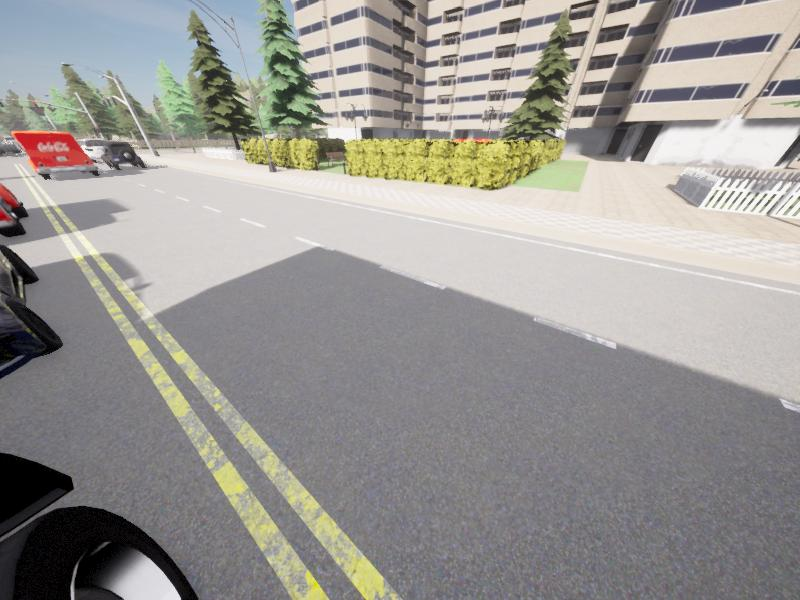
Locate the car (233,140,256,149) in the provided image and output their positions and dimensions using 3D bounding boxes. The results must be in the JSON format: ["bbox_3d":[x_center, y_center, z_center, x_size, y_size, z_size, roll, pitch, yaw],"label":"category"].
[{"bbox_3d":[-34.525,-34.516,51.318,1.845,1.501,3.633,22,41,28],"label":"car"}]

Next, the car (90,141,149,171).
[{"bbox_3d":[-23.183,-11.990,19.135,3.866,1.878,1.905,22,41,28],"label":"car"}]

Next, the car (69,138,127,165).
[{"bbox_3d":[-30.177,-14.896,23.079,5.566,2.045,2.150,22,41,28],"label":"car"}]

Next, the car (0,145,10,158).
[{"bbox_3d":[-51.089,-17.780,27.543,2.007,1.525,4.514,23,41,29],"label":"car"}]

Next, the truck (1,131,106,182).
[{"bbox_3d":[-22.788,-9.596,15.251,5.204,2.467,2.627,23,41,27],"label":"truck"}]

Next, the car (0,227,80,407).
[{"bbox_3d":[-6.281,-0.077,2.539,4.611,1.667,2.242,22,40,28],"label":"car"}]

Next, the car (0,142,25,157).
[{"bbox_3d":[-53.340,-19.464,29.897,2.163,1.488,4.792,22,41,28],"label":"car"}]

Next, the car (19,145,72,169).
[{"bbox_3d":[-30.963,-12.545,20.184,3.633,1.501,1.845,22,41,28],"label":"car"}]

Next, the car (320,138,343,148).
[{"bbox_3d":[-17.898,-41.275,60.620,2.150,2.045,5.566,22,41,28],"label":"car"}]

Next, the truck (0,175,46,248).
[{"bbox_3d":[-12.225,-2.839,5.721,5.204,2.467,2.627,22,41,28],"label":"truck"}]

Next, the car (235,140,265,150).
[{"bbox_3d":[-31.944,-33.102,49.357,2.242,1.667,4.611,22,41,28],"label":"car"}]

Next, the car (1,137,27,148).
[{"bbox_3d":[-85.935,-35.124,51.417,5.566,2.045,2.150,22,41,28],"label":"car"}]
